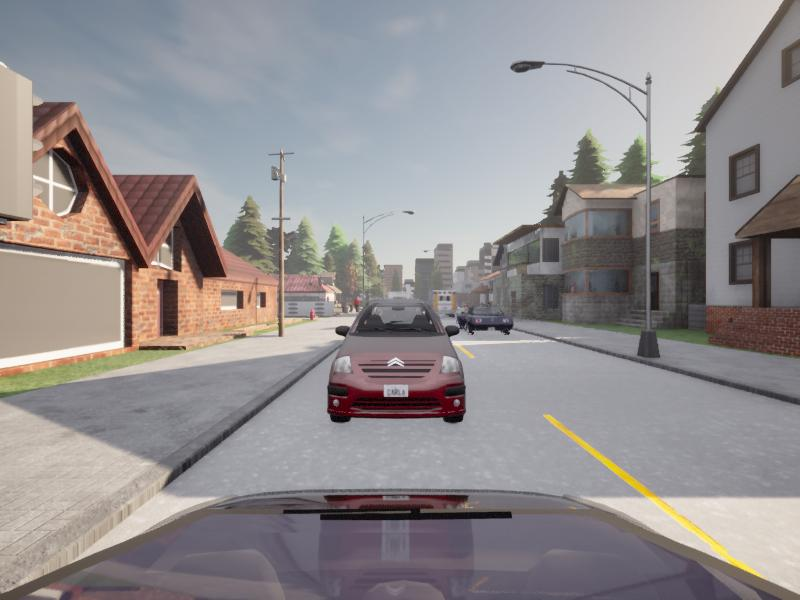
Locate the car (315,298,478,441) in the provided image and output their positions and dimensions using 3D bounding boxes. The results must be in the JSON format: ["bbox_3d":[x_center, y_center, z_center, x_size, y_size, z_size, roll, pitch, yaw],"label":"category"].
[{"bbox_3d":[-0.037,0.788,6.527,1.851,1.617,3.988,0,0,0],"label":"car"}]

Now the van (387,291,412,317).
[{"bbox_3d":[-0.027,0.378,40.857,2.351,2.431,6.366,0,0,0],"label":"van"}]

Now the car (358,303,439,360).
[{"bbox_3d":[-0.035,0.851,13.090,2.163,1.488,4.792,0,0,0],"label":"car"}]

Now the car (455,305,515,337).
[{"bbox_3d":[3.966,0.944,19.470,1.895,1.301,4.718,0,0,0],"label":"car"}]

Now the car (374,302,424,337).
[{"bbox_3d":[-0.034,0.851,19.556,2.163,1.488,4.792,0,0,0],"label":"car"}]

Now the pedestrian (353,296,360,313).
[{"bbox_3d":[-4.948,0.533,45.678,0.751,1.860,0.751,0,0,-12],"label":"pedestrian"}]

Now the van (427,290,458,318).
[{"bbox_3d":[3.976,0.378,38.417,2.351,2.431,6.366,0,0,0],"label":"van"}]
